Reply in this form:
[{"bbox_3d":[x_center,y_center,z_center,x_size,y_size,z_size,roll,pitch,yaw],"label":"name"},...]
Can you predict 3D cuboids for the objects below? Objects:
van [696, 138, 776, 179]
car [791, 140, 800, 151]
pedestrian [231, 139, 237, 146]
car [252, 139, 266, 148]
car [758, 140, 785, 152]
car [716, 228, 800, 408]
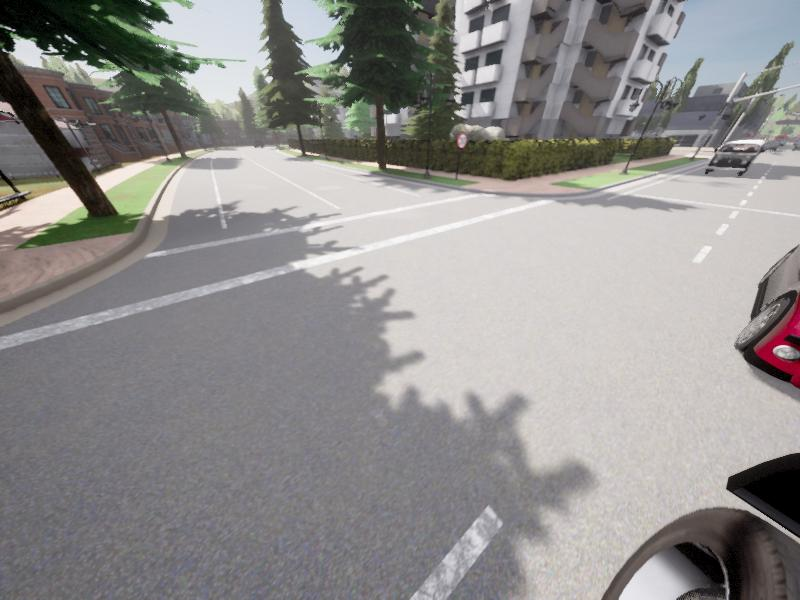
[{"bbox_3d":[22.990,-9.767,15.826,4.480,2.038,2.069,-23,41,-28],"label":"van"},{"bbox_3d":[70.120,-26.738,39.802,4.553,1.767,2.097,-23,41,-28],"label":"car"},{"bbox_3d":[-50.706,-48.164,70.668,0.751,1.860,0.751,-5,35,-7],"label":"pedestrian"},{"bbox_3d":[-39.042,-43.351,64.042,1.905,1.878,3.866,-9,36,-12],"label":"car"},{"bbox_3d":[64.272,-26.700,39.979,3.705,1.549,1.789,-23,41,-28],"label":"car"},{"bbox_3d":[5.841,0.056,2.527,3.806,1.475,1.970,-22,41,-28],"label":"car"}]
